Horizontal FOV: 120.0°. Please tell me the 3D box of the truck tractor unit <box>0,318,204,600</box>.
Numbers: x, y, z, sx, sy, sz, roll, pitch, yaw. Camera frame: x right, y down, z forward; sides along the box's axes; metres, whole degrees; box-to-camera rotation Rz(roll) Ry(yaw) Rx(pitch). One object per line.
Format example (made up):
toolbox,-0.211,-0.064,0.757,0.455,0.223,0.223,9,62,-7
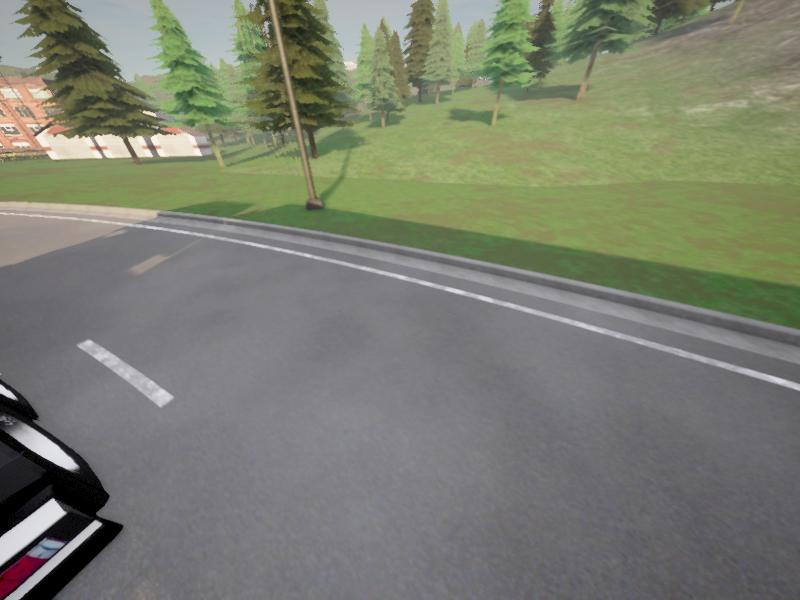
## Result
truck tractor unit,-5.203,-0.196,0.649,6.516,4.208,3.053,14,37,20
